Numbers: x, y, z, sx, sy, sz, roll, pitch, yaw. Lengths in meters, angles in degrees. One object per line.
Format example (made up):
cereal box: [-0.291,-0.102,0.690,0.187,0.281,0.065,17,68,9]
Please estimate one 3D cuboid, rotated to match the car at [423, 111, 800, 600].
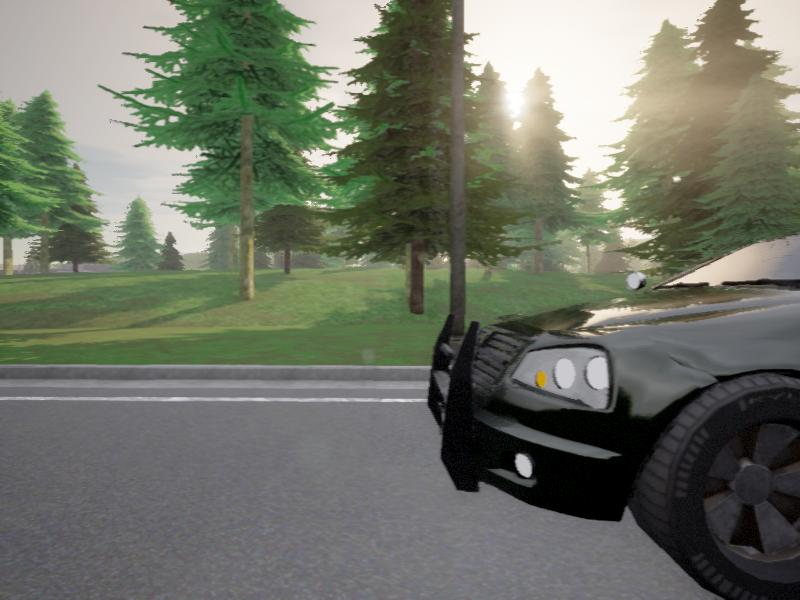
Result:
car: [2.671,0.239,2.180,4.974,1.542,2.038,1,0,1]
